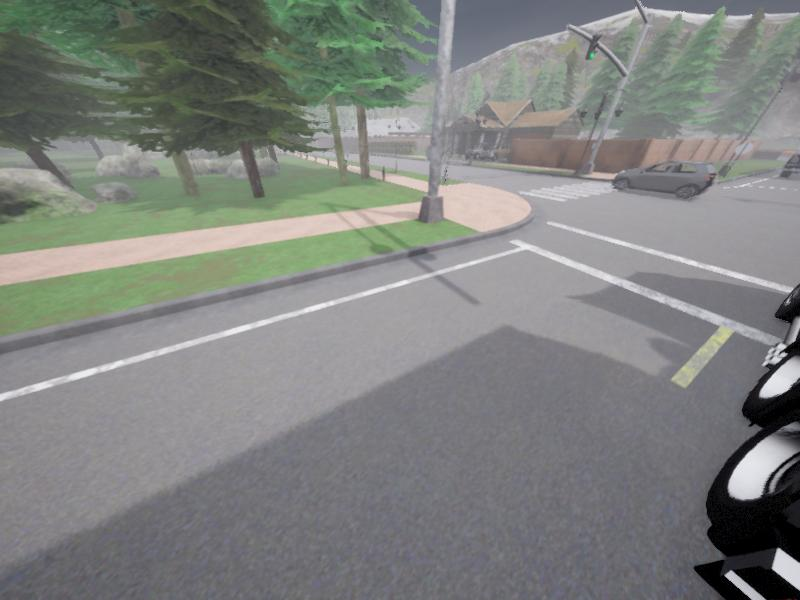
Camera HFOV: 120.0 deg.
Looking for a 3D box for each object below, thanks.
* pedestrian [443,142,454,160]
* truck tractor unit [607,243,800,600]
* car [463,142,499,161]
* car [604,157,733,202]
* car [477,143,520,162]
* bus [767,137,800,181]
[{"bbox_3d":[6.034,-18.481,28.713,0.751,1.860,0.751,-21,40,-28],"label":"pedestrian"},{"bbox_3d":[5.071,-0.338,0.840,6.516,4.208,3.053,-20,39,-26],"label":"truck tractor unit"},{"bbox_3d":[10.352,-19.090,29.673,3.866,1.878,1.905,-19,39,-25],"label":"car"},{"bbox_3d":[13.153,-6.171,11.637,1.845,1.501,3.633,-19,39,-25],"label":"car"},{"bbox_3d":[11.971,-17.967,28.064,4.605,1.855,1.932,-19,39,-25],"label":"car"},{"bbox_3d":[33.313,-11.442,17.003,10.273,4.253,3.944,-18,39,-24],"label":"bus"}]
